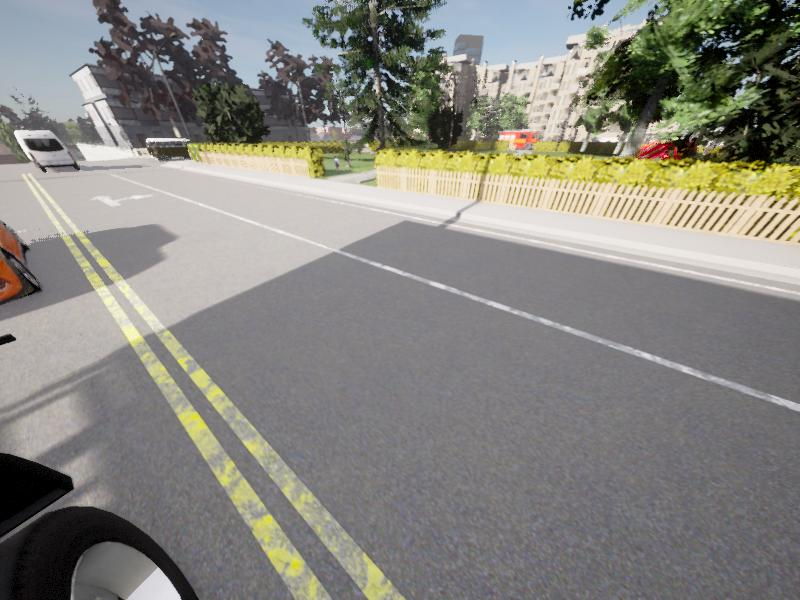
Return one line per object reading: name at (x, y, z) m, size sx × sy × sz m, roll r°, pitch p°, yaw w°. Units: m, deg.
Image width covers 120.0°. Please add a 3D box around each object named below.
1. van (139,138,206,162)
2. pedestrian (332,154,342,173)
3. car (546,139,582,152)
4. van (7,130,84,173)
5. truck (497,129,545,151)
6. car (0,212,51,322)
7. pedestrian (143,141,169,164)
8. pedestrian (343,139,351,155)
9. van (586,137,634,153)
van at (-25.453, -17.003, 26.092) m, size 2.069 × 2.038 × 4.480 m, roll 19°, pitch 39°, yaw 25°
pedestrian at (-4.419, -9.584, 16.243) m, size 0.500 × 1.100 × 0.500 m, roll -13°, pitch 37°, yaw -18°
car at (34.318, -32.398, 48.423) m, size 5.566 × 2.045 × 2.150 m, roll 23°, pitch 41°, yaw 29°
van at (-28.069, -11.823, 18.290) m, size 5.915 × 2.561 × 1.988 m, roll 22°, pitch 41°, yaw 28°
truck at (27.097, -36.235, 52.273) m, size 8.468 × 3.827 × 2.891 m, roll 24°, pitch 41°, yaw 29°
car at (-8.073, -0.891, 3.564) m, size 4.553 × 1.767 × 2.097 m, roll 22°, pitch 41°, yaw 28°
pedestrian at (-23.434, -14.209, 22.260) m, size 0.751 × 1.860 × 0.751 m, roll 6°, pitch 36°, yaw 9°
pedestrian at (-7.643, -22.062, 33.281) m, size 0.751 × 1.860 × 0.751 m, roll 2°, pitch 35°, yaw 2°
van at (40.419, -29.970, 44.691) m, size 6.366 × 2.431 × 2.351 m, roll 23°, pitch 41°, yaw 29°
